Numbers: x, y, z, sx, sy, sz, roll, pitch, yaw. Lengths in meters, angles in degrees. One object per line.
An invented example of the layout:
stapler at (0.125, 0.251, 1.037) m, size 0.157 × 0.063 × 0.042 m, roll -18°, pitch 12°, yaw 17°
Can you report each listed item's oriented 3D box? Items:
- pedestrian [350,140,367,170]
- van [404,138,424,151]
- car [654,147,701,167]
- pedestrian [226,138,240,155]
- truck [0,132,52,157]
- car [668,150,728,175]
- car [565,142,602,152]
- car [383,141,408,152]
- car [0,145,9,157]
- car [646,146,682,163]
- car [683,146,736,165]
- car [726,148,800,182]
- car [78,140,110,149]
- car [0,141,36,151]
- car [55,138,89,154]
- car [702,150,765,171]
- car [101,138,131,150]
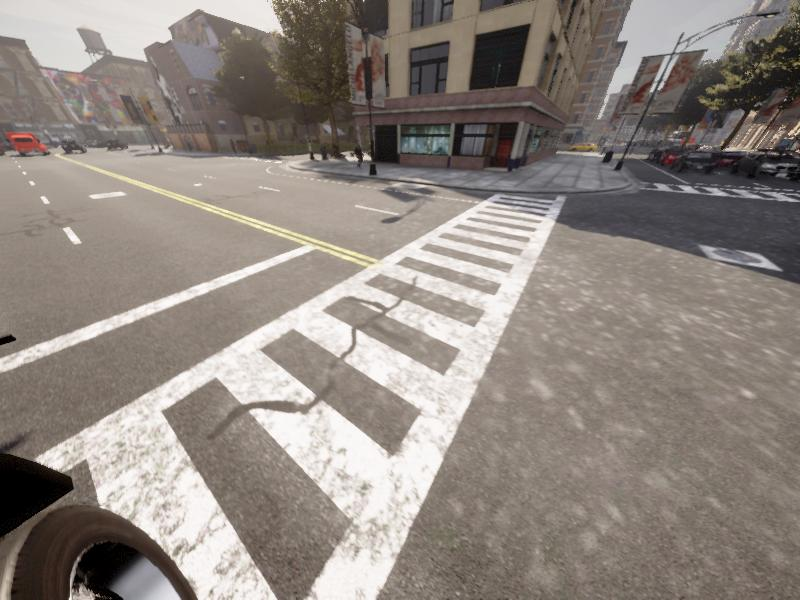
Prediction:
pedestrian at (-3.144, -10.948, 17.486) m, size 0.751 × 1.860 × 0.751 m, roll 26°, pitch 43°, yaw 32°
van at (2.976, -32.394, 48.099) m, size 2.069 × 2.038 × 4.480 m, roll 22°, pitch 41°, yaw 28°
car at (28.372, -14.798, 23.809) m, size 2.007 × 1.525 × 4.514 m, roll 22°, pitch 41°, yaw 28°
pedestrian at (-22.950, -21.131, 31.758) m, size 0.751 × 1.860 × 0.751 m, roll 7°, pitch 36°, yaw 9°
truck at (-48.391, -20.221, 30.026) m, size 5.204 × 2.467 × 2.627 m, roll 25°, pitch 42°, yaw 31°
car at (24.612, -11.619, 19.340) m, size 1.812 × 1.442 × 4.674 m, roll 22°, pitch 41°, yaw 28°
car at (37.493, -31.363, 47.330) m, size 5.366 × 1.575 × 1.801 m, roll 10°, pitch 36°, yaw 13°
car at (-0.781, -29.125, 43.779) m, size 1.930 × 1.638 × 5.238 m, roll 22°, pitch 41°, yaw 28°
car at (-52.019, -18.922, 29.090) m, size 3.806 × 1.475 × 1.970 m, roll 27°, pitch 43°, yaw 33°
car at (32.084, -17.875, 28.231) m, size 1.837 × 1.490 × 4.892 m, roll 22°, pitch 40°, yaw 27°
car at (34.322, -16.165, 25.810) m, size 2.128 × 1.511 × 4.902 m, roll 22°, pitch 41°, yaw 28°
car at (26.383, -9.680, 16.409) m, size 2.242 × 1.667 × 4.611 m, roll 22°, pitch 41°, yaw 28°
car at (-63.812, -32.604, 48.339) m, size 2.007 × 1.525 × 4.514 m, roll -13°, pitch 37°, yaw -18°
car at (-66.357, -26.442, 39.707) m, size 1.895 × 1.301 × 4.718 m, roll -15°, pitch 38°, yaw -21°
car at (-50.074, -23.638, 35.375) m, size 1.932 × 1.855 × 4.605 m, roll -28°, pitch 44°, yaw -34°
car at (30.514, -12.968, 21.369) m, size 1.994 × 1.385 × 4.181 m, roll 22°, pitch 41°, yaw 28°
car at (-53.295, -29.338, 43.431) m, size 1.932 × 1.855 × 4.605 m, roll -19°, pitch 39°, yaw -25°
